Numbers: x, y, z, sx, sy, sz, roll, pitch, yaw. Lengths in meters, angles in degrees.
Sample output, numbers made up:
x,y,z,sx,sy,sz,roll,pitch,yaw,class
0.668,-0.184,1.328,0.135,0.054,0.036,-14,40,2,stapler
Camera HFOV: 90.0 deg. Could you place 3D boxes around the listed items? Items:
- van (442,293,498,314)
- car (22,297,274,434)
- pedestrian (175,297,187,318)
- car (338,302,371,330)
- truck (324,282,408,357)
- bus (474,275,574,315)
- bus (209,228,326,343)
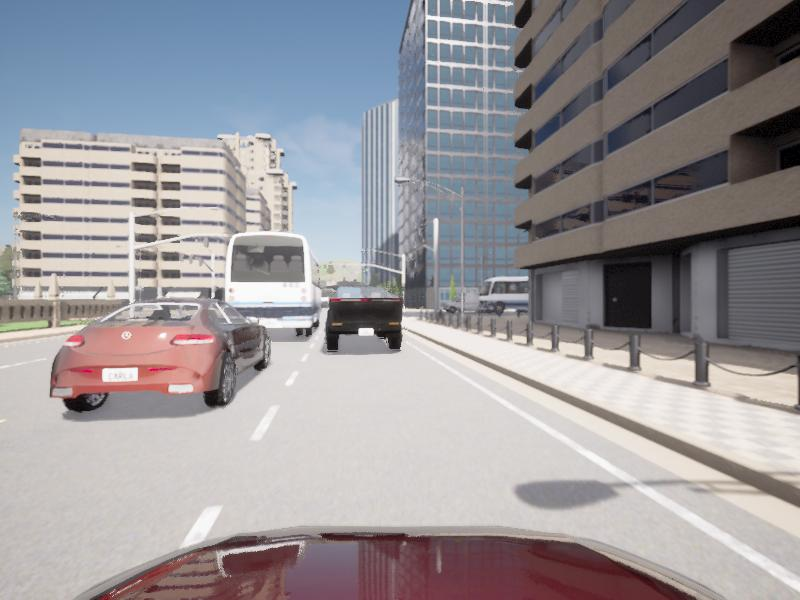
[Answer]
x,y,z,sx,sy,sz,roll,pitch,yaw,class
8.500,0.394,48.705,6.366,2.431,2.351,0,0,-8,van
-3.865,0.791,7.463,2.152,1.651,5.027,0,0,-9,car
-19.380,0.642,35.400,0.751,1.860,0.751,0,0,-7,pedestrian
-2.829,0.889,24.114,1.816,1.474,4.193,0,0,-9,car
-1.406,0.563,14.513,2.390,2.098,6.274,0,0,-8,truck
14.098,-0.522,45.857,10.273,4.253,3.944,0,0,-8,bus
-5.898,-0.506,20.192,3.944,4.253,10.273,0,0,-9,bus
